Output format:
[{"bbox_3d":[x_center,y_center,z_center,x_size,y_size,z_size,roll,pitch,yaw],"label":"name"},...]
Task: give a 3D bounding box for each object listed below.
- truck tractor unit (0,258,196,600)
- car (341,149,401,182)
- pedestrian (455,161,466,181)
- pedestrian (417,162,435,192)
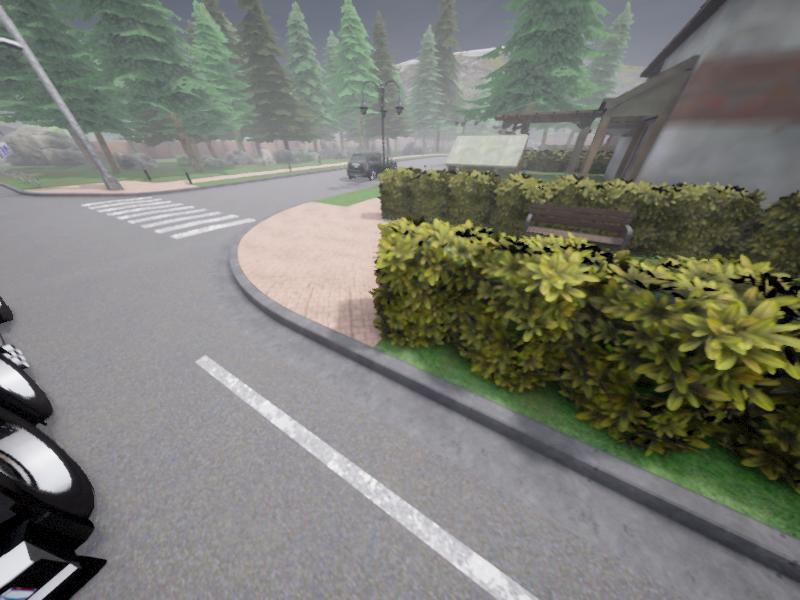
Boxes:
[{"bbox_3d":[-5.099,-0.314,0.790,6.516,4.208,3.053,19,39,24],"label":"truck tractor unit"},{"bbox_3d":[-1.982,-10.288,17.512,2.097,1.767,4.553,18,39,24],"label":"car"},{"bbox_3d":[3.907,-8.367,14.958,0.500,1.100,0.500,12,37,17],"label":"pedestrian"},{"bbox_3d":[1.347,-6.407,12.030,0.751,1.300,0.751,8,36,12],"label":"pedestrian"}]
